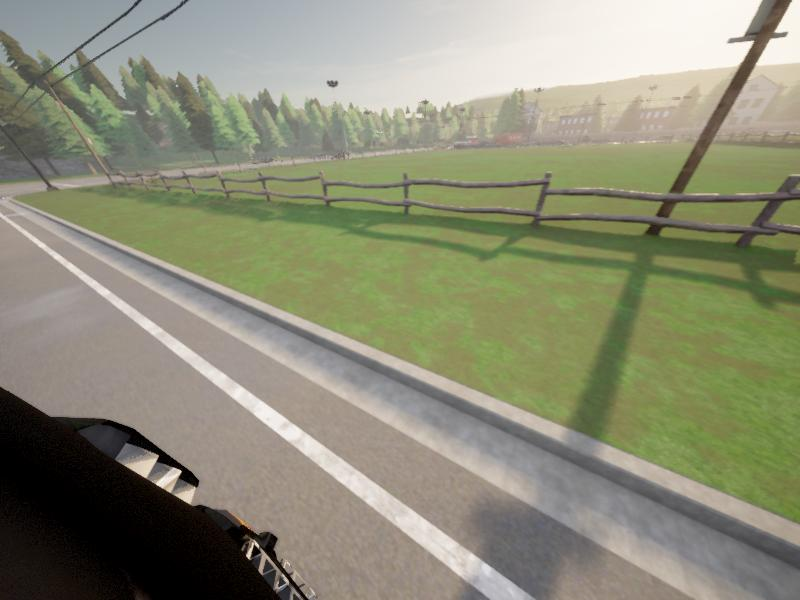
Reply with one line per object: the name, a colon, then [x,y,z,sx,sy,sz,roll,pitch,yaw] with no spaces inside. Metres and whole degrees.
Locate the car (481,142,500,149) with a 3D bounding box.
car: [26.975,-45.921,68.627,4.611,1.667,2.242,16,38,26]

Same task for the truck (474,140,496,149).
truck: [27.545,-50.510,74.893,6.274,2.098,2.390,16,38,26]

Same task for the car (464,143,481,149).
car: [25.977,-55.171,82.631,5.027,1.651,2.152,16,38,26]

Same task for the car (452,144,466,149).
car: [20.111,-52.400,78.849,4.193,1.474,1.816,16,38,26]

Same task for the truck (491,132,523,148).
truck: [34.390,-51.506,74.278,8.468,3.827,2.891,16,38,26]

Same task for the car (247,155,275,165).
car: [-30.847,-31.289,51.511,1.837,1.490,4.892,16,38,26]

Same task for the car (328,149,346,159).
car: [-15.158,-35.340,55.955,1.905,1.878,3.866,16,38,26]

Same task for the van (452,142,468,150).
van: [19.500,-50.541,75.641,4.480,2.038,2.069,16,38,26]

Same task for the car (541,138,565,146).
car: [42.400,-43.777,64.119,5.238,1.638,1.930,16,38,26]

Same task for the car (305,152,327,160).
car: [-21.283,-36.816,59.019,2.128,1.511,4.902,16,38,26]

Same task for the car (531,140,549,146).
car: [41.246,-46.306,68.109,4.193,1.474,1.816,16,38,26]
